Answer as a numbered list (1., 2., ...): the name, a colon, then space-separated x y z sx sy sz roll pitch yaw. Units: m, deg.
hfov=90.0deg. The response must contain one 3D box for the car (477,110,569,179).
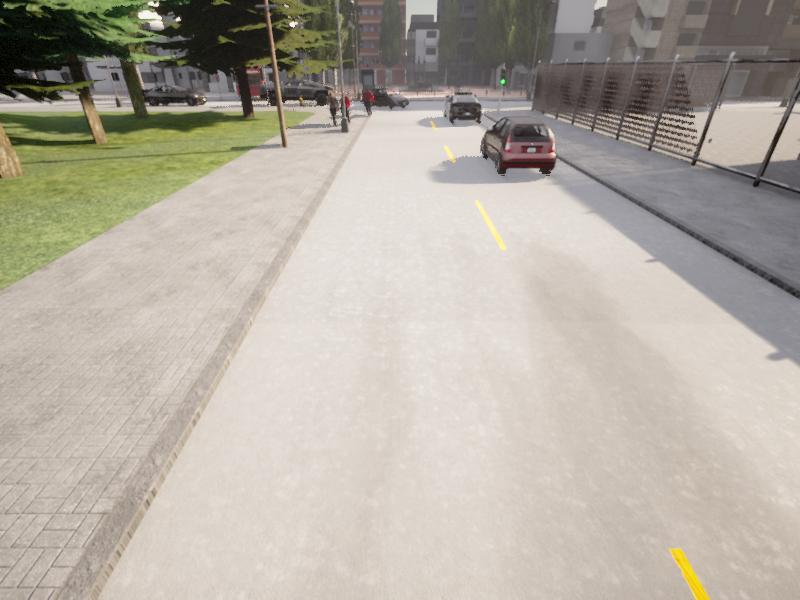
1. car: 4.009 -5.501 13.859 1.851 1.617 3.988 0 30 0

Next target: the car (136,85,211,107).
1. car: -19.807 -17.969 35.210 5.027 1.651 2.152 0 30 0

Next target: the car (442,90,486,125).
1. car: 4.007 -12.544 25.892 1.930 1.638 5.238 0 30 0

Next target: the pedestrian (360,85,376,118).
1. pedestrian: -2.083 -13.046 26.284 0.751 1.860 0.751 10 32 17

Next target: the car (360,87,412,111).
1. car: -1.185 -16.821 33.388 4.193 1.474 1.816 24 38 35

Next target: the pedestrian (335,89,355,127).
1. pedestrian: -3.036 -10.586 22.069 0.751 1.860 0.751 7 31 12

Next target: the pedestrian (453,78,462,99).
1. pedestrian: 5.907 -21.789 41.263 0.751 1.860 0.751 4 30 7

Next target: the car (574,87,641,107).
1. car: 18.208 -17.915 35.291 4.674 1.442 1.812 0 30 0

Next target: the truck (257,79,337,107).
1. truck: -8.890 -18.181 35.099 6.274 2.098 2.390 0 30 0

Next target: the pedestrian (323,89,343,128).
1. pedestrian: -3.632 -10.437 21.813 0.751 1.860 0.751 6 31 9

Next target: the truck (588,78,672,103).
1. truck: 22.017 -20.227 38.604 6.274 2.098 2.390 0 30 0

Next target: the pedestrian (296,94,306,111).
1. pedestrian: -7.550 -15.094 30.548 0.500 1.100 0.500 4 30 7
